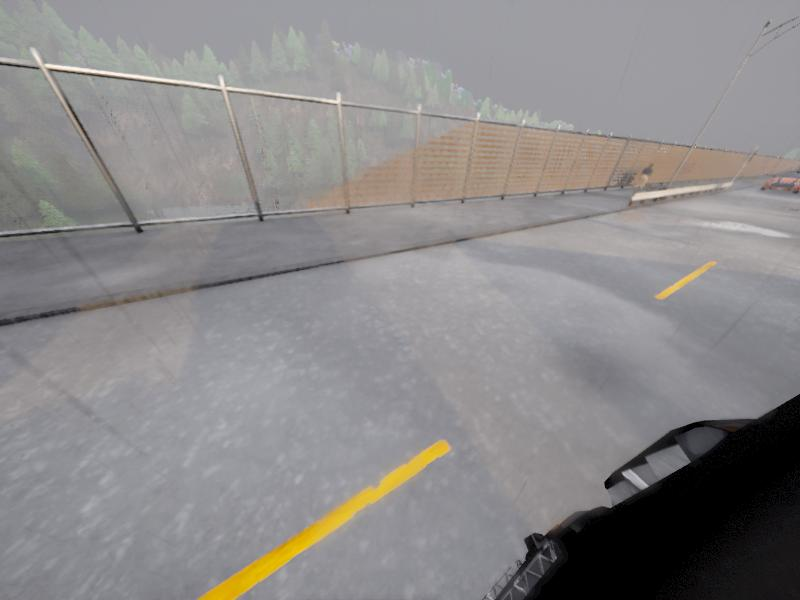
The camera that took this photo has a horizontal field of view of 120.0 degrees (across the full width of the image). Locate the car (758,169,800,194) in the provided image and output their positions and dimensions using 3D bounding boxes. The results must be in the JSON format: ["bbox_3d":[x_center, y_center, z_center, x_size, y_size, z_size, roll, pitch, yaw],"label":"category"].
[{"bbox_3d":[36.469,-11.148,21.635,4.553,1.767,2.097,-16,38,-26],"label":"car"}]

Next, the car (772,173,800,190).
[{"bbox_3d":[42.787,-12.820,24.974,4.181,1.385,1.994,-16,38,-26],"label":"car"}]

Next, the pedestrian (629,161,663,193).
[{"bbox_3d":[17.343,-8.680,16.319,0.751,1.860,0.751,-15,37,-25],"label":"pedestrian"}]
